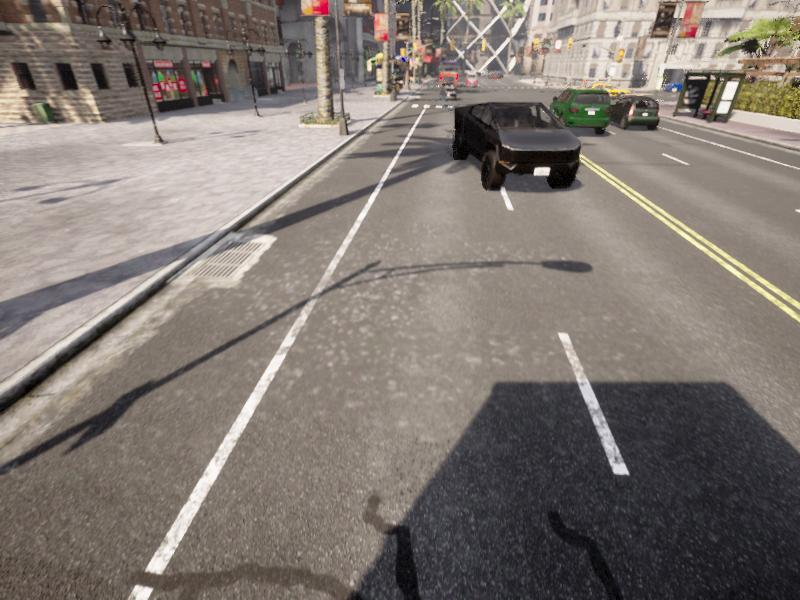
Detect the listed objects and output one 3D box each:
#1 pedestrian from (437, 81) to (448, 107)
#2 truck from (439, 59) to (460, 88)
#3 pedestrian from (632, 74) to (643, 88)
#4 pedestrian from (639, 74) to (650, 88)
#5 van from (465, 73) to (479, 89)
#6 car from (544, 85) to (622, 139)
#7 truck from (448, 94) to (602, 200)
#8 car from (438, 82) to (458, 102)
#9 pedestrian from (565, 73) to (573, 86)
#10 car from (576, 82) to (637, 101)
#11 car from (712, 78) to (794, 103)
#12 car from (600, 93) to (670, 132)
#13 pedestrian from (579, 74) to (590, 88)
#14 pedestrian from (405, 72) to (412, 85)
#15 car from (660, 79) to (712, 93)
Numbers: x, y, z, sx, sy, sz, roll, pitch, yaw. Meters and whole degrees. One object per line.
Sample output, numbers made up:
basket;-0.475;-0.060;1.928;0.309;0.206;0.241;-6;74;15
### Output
pedestrian;3.515;-17.048;33.145;0.751;1.860;0.751;8;31;13
truck;7.919;-36.306;64.085;2.891;3.827;8.468;3;31;5
pedestrian;36.291;-33.538;61.241;0.751;1.860;0.751;2;30;3
pedestrian;37.810;-33.904;61.880;0.751;1.860;0.751;3;31;5
van;11.106;-33.931;61.889;1.775;1.987;4.442;3;30;5
car;9.492;-10.180;21.375;2.150;2.045;5.566;4;31;7
truck;3.348;-5.139;12.681;2.390;2.098;6.274;-2;31;-4
car;4.732;-20.514;39.412;1.789;1.549;3.705;3;30;5
pedestrian;27.427;-35.764;64.945;0.751;1.860;0.751;2;30;3
car;21.535;-21.973;42.032;5.366;1.575;1.801;10;31;16
car;35.479;-21.192;40.378;5.566;2.045;2.150;3;31;4
car;13.208;-10.755;22.824;1.851;1.617;3.988;3;31;5
pedestrian;27.697;-32.905;60.080;0.751;1.860;0.751;-5;31;-8
pedestrian;1.406;-36.523;65.982;0.751;1.860;0.751;-13;33;-21
car;38.018;-28.476;53.307;5.008;1.535;1.882;3;31;5
